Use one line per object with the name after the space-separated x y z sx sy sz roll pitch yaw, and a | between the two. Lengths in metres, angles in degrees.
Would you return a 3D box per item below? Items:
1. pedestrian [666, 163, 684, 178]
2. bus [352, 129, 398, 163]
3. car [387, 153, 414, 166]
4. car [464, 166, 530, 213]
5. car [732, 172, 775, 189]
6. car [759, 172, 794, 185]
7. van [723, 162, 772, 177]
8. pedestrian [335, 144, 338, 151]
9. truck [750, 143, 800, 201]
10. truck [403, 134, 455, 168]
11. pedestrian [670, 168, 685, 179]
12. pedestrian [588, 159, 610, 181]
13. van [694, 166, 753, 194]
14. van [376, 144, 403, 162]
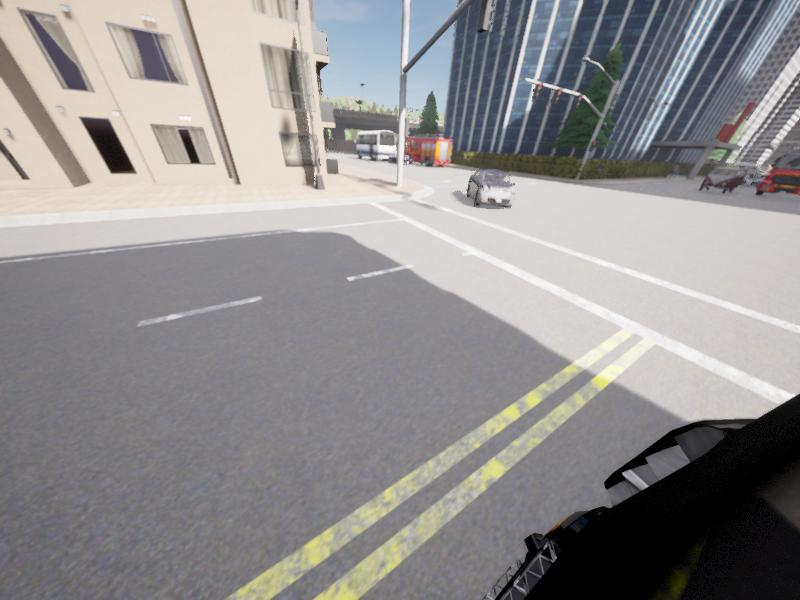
38.676 -18.220 32.531 0.751 1.860 0.751 -15 38 -25 | pedestrian
-4.572 -26.850 40.318 3.944 4.253 10.273 -15 38 -26 | bus
0.030 -21.014 34.545 1.895 1.301 4.718 -15 38 -25 | car
4.447 -5.521 11.276 1.845 1.501 3.633 5 34 3 | car
42.273 -14.364 27.658 3.806 1.475 1.970 -16 38 -26 | car
58.567 -18.946 35.921 5.357 1.411 2.033 -16 38 -26 | car
84.107 -31.698 56.126 1.988 2.561 5.915 -16 38 -26 | van
-21.718 -52.022 78.837 0.751 1.860 0.751 -16 38 -26 | pedestrian
35.123 -11.078 20.004 8.468 3.827 2.891 -16 38 -26 | truck
3.925 -22.105 34.207 2.891 3.827 8.468 -15 38 -25 | truck
39.391 -18.025 32.801 0.751 1.300 0.751 -18 39 -29 | pedestrian
20.085 -13.089 23.320 0.751 1.860 0.751 -14 37 -24 | pedestrian
29.374 -10.924 20.986 4.442 1.987 1.775 -16 38 -26 | van
-2.092 -27.602 43.302 2.351 2.431 6.366 -15 38 -25 | van
